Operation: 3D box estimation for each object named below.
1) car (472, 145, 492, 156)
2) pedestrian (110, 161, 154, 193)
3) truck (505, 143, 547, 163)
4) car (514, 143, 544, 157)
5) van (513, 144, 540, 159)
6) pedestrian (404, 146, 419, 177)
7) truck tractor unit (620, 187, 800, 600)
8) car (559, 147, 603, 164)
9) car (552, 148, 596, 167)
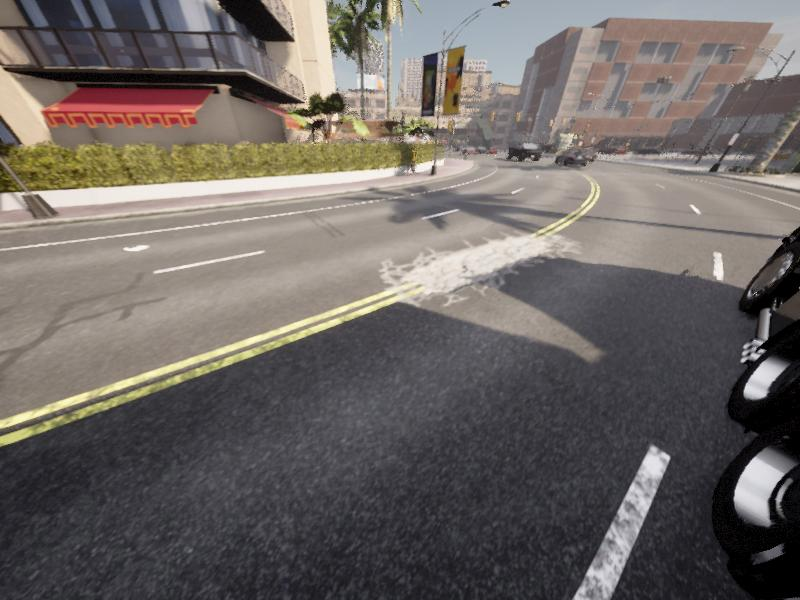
[{"bbox_3d":[16.417,-30.346,46.777,1.930,1.638,5.238,-2,35,-3],"label":"car"},{"bbox_3d":[-13.236,-6.131,11.476,0.751,1.300,0.751,-15,37,-21],"label":"pedestrian"},{"bbox_3d":[17.042,-20.324,31.818,2.390,2.098,6.274,1,35,1],"label":"truck"},{"bbox_3d":[23.658,-27.663,42.561,2.150,2.045,5.566,-1,35,-2],"label":"car"},{"bbox_3d":[20.364,-24.144,37.484,1.775,1.987,4.442,-1,35,-1],"label":"van"},{"bbox_3d":[0.789,-9.777,16.319,0.751,1.860,0.751,-14,37,-20],"label":"pedestrian"},{"bbox_3d":[4.973,-0.416,0.964,6.516,4.208,3.053,-23,41,-30],"label":"truck tractor unit"},{"bbox_3d":[23.927,-19.328,30.825,2.152,1.651,5.027,2,35,3],"label":"car"},{"bbox_3d":[19.879,-16.547,26.723,2.242,1.667,4.611,7,35,10],"label":"car"}]
